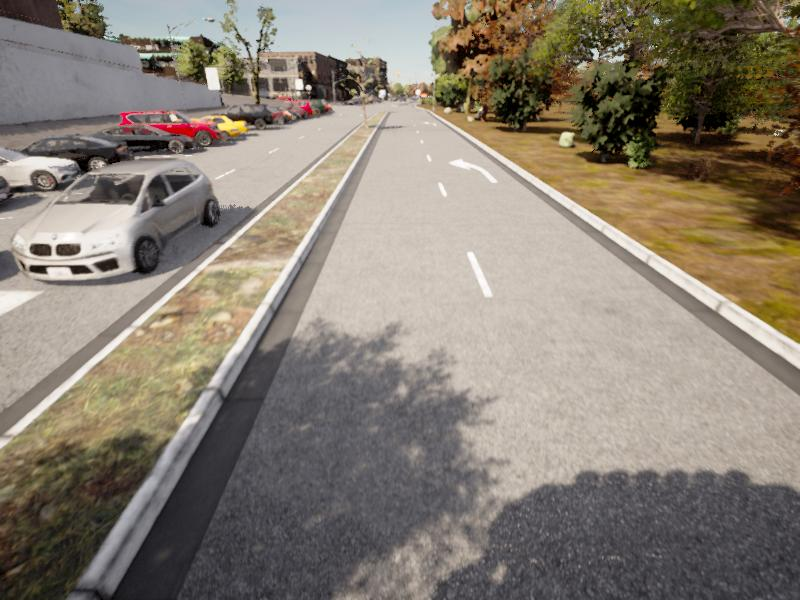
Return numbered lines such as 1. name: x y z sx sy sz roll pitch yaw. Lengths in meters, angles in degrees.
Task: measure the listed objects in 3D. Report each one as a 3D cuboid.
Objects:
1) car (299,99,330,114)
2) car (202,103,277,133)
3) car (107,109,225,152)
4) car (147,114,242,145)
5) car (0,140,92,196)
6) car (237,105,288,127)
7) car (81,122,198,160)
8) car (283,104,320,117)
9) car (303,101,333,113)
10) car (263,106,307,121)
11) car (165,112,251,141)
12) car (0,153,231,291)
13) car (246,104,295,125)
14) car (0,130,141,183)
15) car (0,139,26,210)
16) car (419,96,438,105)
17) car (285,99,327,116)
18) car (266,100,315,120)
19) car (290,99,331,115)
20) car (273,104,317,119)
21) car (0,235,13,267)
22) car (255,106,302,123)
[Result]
1. car: -13.650 -31.036 64.215 4.442 1.987 1.878 -10 28 -17
2. car: -13.859 -15.873 34.795 5.566 2.045 2.435 -10 29 -17
3. car: -13.812 -10.331 24.186 5.566 2.045 2.435 -10 29 -17
4. car: -13.658 -11.530 27.003 5.366 1.575 1.946 -10 29 -17
5. car: -13.836 -4.486 13.677 4.674 1.452 2.002 -10 29 -17
6. car: -13.802 -18.539 40.202 4.553 1.767 2.185 -10 29 -17
7. car: -13.807 -8.688 21.656 4.792 1.488 2.163 -10 29 -17
8. car: -13.812 -26.645 56.275 4.674 1.452 2.002 -10 29 -17
9. car: -13.677 -32.309 66.909 4.553 1.767 2.185 -10 29 -17
10. car: -13.855 -22.523 48.251 4.792 1.488 2.163 -10 29 -17
11. car: -14.005 -12.853 29.546 5.366 1.575 1.946 -10 29 -17
12. car: -5.763 -1.958 8.574 2.242 1.667 4.611 0 28 0
13. car: -13.864 -19.910 42.854 4.553 1.767 2.185 -10 29 -17
14. car: -13.827 -5.915 16.316 5.008 1.535 2.097 -10 29 -17
15. car: -13.866 -3.237 10.933 4.553 1.767 2.185 -10 29 -17
16. car: 7.203 -51.216 102.633 4.442 1.987 1.878 -6 28 -13
17. car: -13.834 -28.276 58.805 5.566 2.045 2.435 -10 29 -17
18. car: -13.858 -24.148 50.793 5.566 2.045 2.435 -10 29 -17
19. car: -13.764 -29.667 61.504 5.566 2.045 2.435 -10 28 -17
20. car: -13.999 -25.277 53.530 5.366 1.575 1.946 -10 29 -17
21. car: -8.764 -0.306 5.589 1.837 1.490 4.892 0 28 0
22. car: -13.838 -21.179 45.587 4.892 1.521 2.231 -10 28 -17
